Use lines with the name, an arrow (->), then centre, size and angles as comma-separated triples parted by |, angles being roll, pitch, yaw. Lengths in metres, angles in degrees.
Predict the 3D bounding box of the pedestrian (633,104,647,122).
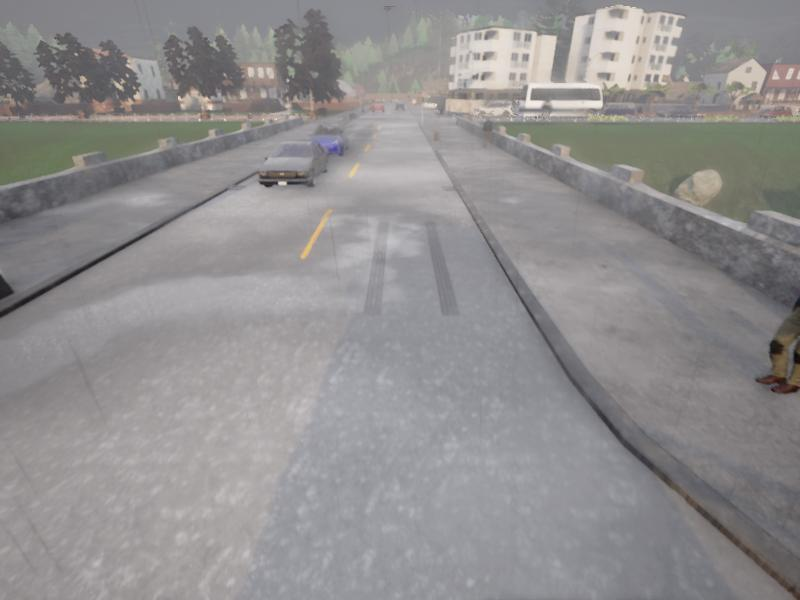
pedestrian -> 28.513, -22.279, 47.615 | 0.751, 1.860, 0.751 | 0, 27, 0

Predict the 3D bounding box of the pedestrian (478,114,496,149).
pedestrian -> 5.120, -9.936, 23.591 | 0.751, 1.860, 0.751 | 0, 27, 0

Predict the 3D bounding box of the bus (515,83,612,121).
bus -> 20.886, -25.702, 51.902 | 10.273, 4.253, 3.944 | 0, 27, 0

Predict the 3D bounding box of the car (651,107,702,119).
car -> 38.632, -26.188, 56.003 | 5.357, 1.411, 2.033 | 0, 27, 0

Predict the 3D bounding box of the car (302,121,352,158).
car -> -3.997, -9.157, 22.696 | 2.007, 1.525, 4.514 | 0, 27, 0

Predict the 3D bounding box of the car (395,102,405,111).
car -> 0.012, -40.164, 82.895 | 1.837, 1.490, 4.892 | 0, 27, 0

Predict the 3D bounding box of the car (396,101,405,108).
car -> 0.015, -48.657, 99.400 | 2.163, 1.488, 4.792 | 0, 27, 0

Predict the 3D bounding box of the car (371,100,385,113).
car -> -3.989, -35.850, 73.927 | 2.150, 2.045, 5.566 | 0, 27, 0

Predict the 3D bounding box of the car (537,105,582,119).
car -> 22.269, -26.316, 55.948 | 5.238, 1.638, 1.930 | 0, 27, 0

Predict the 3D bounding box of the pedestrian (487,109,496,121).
pedestrian -> 10.896, -22.054, 47.736 | 0.751, 1.300, 0.751 | 1, 27, 1

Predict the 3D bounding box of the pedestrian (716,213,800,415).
pedestrian -> 4.090, 0.167, 3.968 | 0.751, 1.860, 0.751 | 3, 27, 6

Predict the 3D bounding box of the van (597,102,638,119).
van -> 30.297, -26.458, 55.869 | 4.442, 1.987, 1.775 | 0, 27, 0

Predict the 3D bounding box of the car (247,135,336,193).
car -> -3.987, -5.514, 15.773 | 2.033, 1.411, 5.357 | 0, 27, 0

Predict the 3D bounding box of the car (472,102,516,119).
car -> 13.050, -26.512, 55.855 | 5.566, 2.045, 2.150 | 0, 27, 0

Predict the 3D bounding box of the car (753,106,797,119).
car -> 52.387, -26.219, 55.977 | 3.988, 1.617, 1.851 | 0, 27, 0
